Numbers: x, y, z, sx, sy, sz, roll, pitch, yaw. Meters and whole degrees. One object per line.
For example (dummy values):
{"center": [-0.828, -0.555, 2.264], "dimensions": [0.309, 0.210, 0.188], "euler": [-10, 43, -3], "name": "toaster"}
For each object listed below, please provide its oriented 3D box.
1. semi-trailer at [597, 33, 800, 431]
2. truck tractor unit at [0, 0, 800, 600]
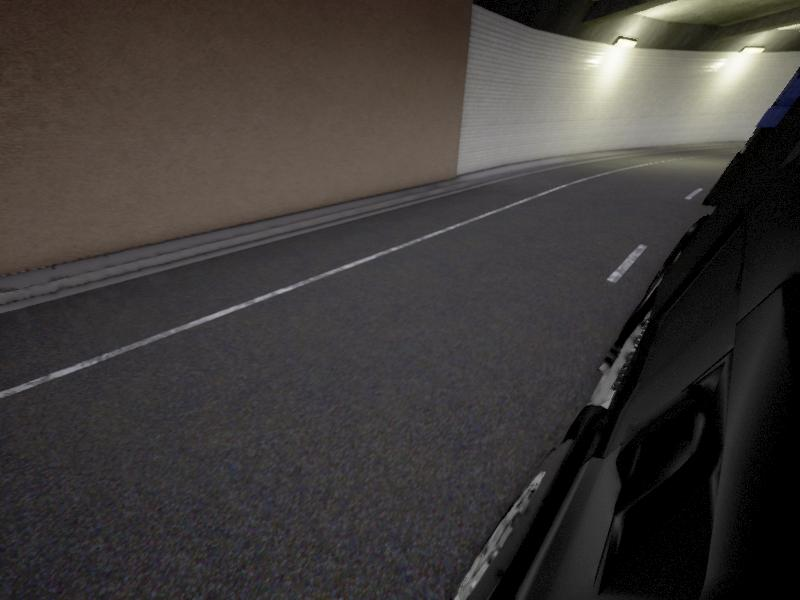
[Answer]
{"center": [8.755, -3.560, 4.181], "dimensions": [14.254, 4.402, 2.717], "euler": [-27, 43, -29], "name": "semi-trailer"}
{"center": [2.645, -0.295, 0.351], "dimensions": [6.516, 4.208, 3.053], "euler": [-28, 44, -30], "name": "truck tractor unit"}
